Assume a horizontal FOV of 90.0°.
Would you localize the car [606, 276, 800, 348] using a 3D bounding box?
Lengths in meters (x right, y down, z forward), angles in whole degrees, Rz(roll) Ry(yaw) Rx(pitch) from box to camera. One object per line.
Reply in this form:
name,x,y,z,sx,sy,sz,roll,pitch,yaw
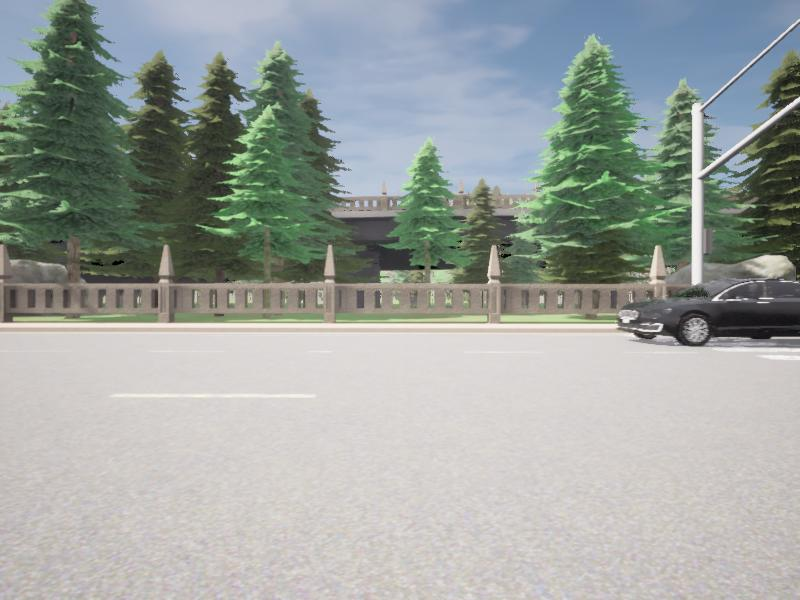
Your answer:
car,7.711,0.257,9.301,4.892,1.490,1.837,1,0,0
